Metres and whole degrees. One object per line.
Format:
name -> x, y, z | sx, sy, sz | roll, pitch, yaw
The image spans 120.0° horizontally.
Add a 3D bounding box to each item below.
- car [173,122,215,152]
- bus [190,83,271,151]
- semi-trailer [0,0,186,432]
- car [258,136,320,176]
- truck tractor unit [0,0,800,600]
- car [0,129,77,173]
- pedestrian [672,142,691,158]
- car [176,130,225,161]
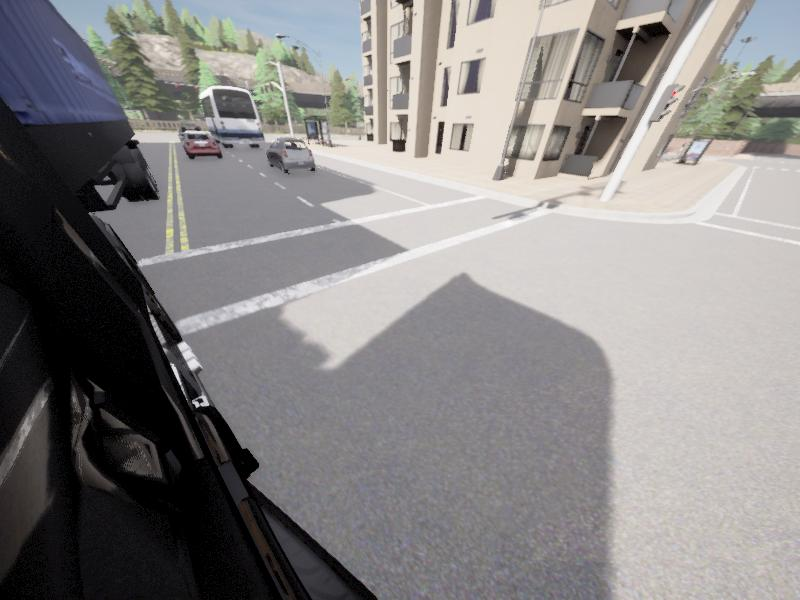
car -> -17.456, -13.843, 19.525 | 1.932, 1.855, 4.605 | -24, 44, -31
bus -> -16.610, -17.446, 22.420 | 3.944, 4.253, 10.273 | -24, 44, -31
semi-trailer -> -7.974, -4.014, 4.831 | 2.717, 4.402, 14.254 | -26, 45, -32
car -> -6.214, -8.136, 12.880 | 1.845, 1.501, 3.633 | -24, 44, -31
truck tractor unit -> -2.645, -0.295, 0.352 | 6.516, 4.208, 3.053 | 28, 44, 30
car -> -17.912, -7.160, 10.972 | 1.994, 1.385, 4.181 | -24, 44, -31
pedestrian -> 39.437, -21.048, 32.377 | 0.751, 1.860, 0.751 | 16, 39, 18
car -> -13.777, -10.727, 15.918 | 1.970, 1.475, 3.806 | -24, 44, -31
